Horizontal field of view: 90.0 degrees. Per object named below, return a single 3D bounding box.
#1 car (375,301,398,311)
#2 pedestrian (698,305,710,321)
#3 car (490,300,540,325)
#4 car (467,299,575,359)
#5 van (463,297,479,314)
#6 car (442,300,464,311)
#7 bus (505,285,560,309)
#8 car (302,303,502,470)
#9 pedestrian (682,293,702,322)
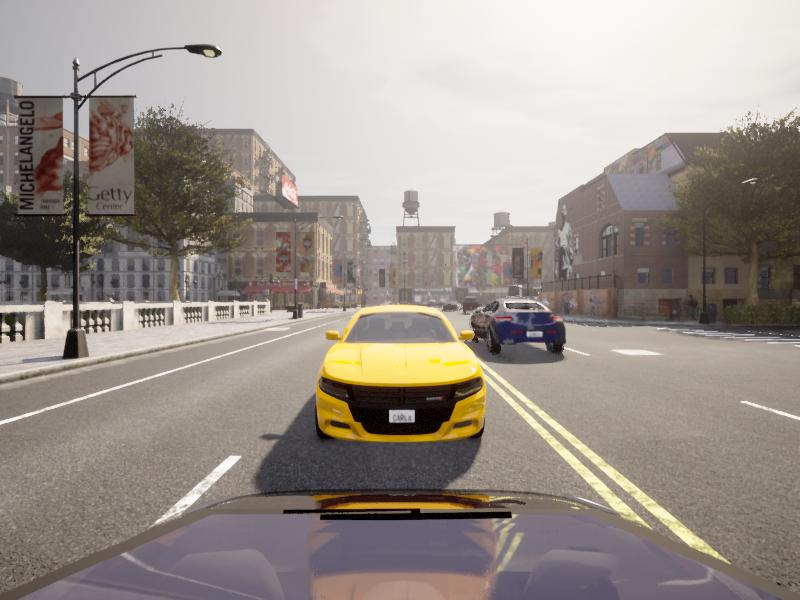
[{"bbox_3d":[-1.999,0.864,61.206,2.002,1.452,4.674,0,0,20],"label":"car"},{"bbox_3d":[20.647,0.865,27.161,0.500,1.100,0.500,0,0,-28],"label":"pedestrian"},{"bbox_3d":[7.699,0.788,27.196,1.851,1.617,3.988,0,0,-8],"label":"car"},{"bbox_3d":[3.712,0.781,13.401,2.152,1.651,5.027,0,0,1],"label":"car"},{"bbox_3d":[8.646,0.599,48.751,1.775,1.987,4.442,0,0,10],"label":"van"},{"bbox_3d":[7.772,0.822,57.988,2.038,1.542,4.974,0,0,21],"label":"car"},{"bbox_3d":[24.720,-0.538,74.595,10.273,4.253,3.944,0,0,-30],"label":"bus"},{"bbox_3d":[-0.014,0.823,6.265,1.882,1.535,5.008,0,0,-1],"label":"car"},{"bbox_3d":[19.280,0.485,26.388,0.751,1.860,0.751,0,0,-7],"label":"pedestrian"}]
